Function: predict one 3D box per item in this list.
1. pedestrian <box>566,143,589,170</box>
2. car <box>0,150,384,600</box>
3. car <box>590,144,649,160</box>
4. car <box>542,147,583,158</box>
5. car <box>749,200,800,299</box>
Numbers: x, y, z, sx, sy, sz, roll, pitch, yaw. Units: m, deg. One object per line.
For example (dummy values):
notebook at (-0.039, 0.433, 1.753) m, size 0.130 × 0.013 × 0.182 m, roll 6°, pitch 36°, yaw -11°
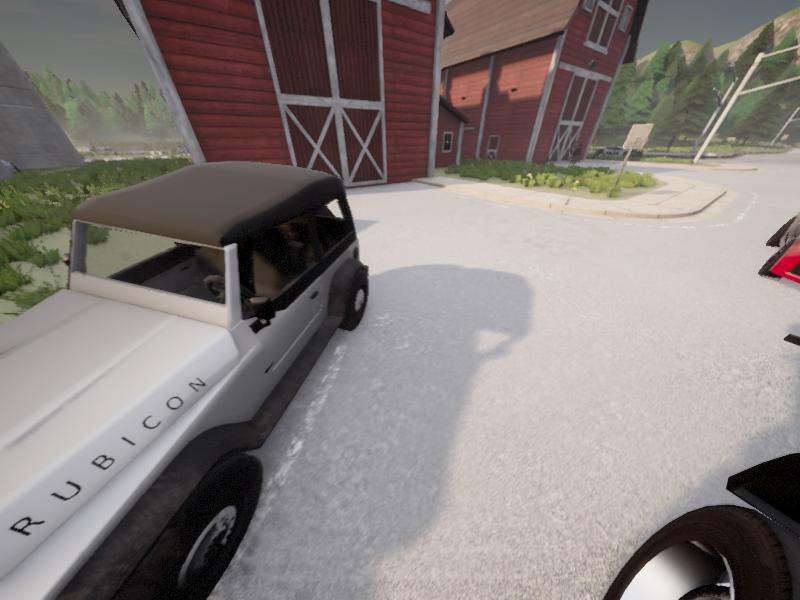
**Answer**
pedestrian at (14.885, -12.027, 19.362) m, size 0.751 × 1.860 × 0.751 m, roll -26°, pitch 42°, yaw -32°
car at (-1.628, 0.014, 2.088) m, size 1.905 × 1.878 × 3.866 m, roll 12°, pitch 38°, yaw 7°
car at (29.804, -20.241, 31.580) m, size 1.930 × 1.638 × 5.238 m, roll -21°, pitch 40°, yaw -27°
car at (25.680, -23.550, 36.698) m, size 1.895 × 1.301 × 4.718 m, roll -21°, pitch 40°, yaw -27°
car at (8.970, -1.165, 4.129) m, size 4.611 × 1.667 × 2.242 m, roll -22°, pitch 41°, yaw -28°
